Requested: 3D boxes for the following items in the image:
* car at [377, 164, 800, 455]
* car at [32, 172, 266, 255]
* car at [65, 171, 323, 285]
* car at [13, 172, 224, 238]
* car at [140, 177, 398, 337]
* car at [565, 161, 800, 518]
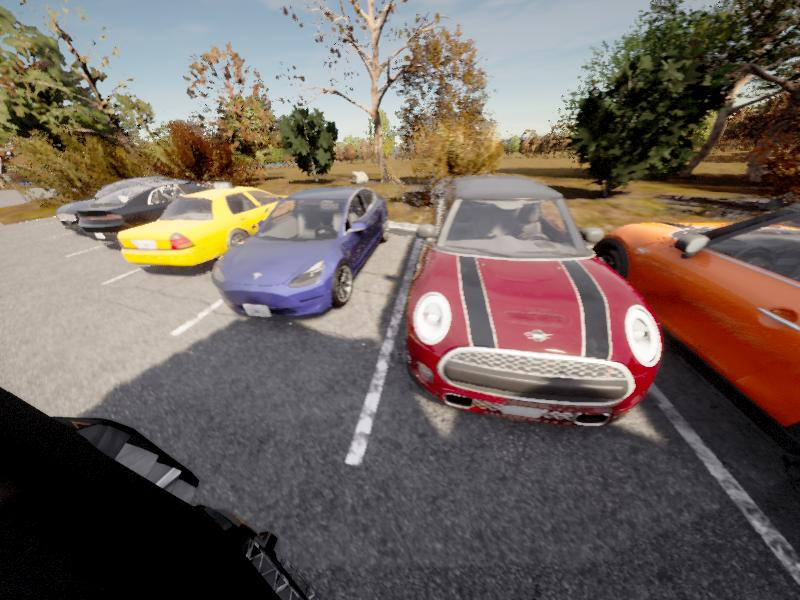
[{"bbox_3d":[1.374,-0.815,3.405,2.185,1.767,4.553,4,34,9],"label":"car"},{"bbox_3d":[-7.437,-3.227,7.873,2.231,1.521,4.892,4,34,10],"label":"car"},{"bbox_3d":[-4.472,-2.489,6.552,1.946,1.575,5.366,4,34,10],"label":"car"},{"bbox_3d":[-10.368,-4.080,9.358,2.231,1.521,4.892,4,34,9],"label":"car"},{"bbox_3d":[-1.563,-1.499,4.917,2.163,1.488,4.792,4,34,9],"label":"car"},{"bbox_3d":[3.932,-0.040,2.061,2.185,1.767,4.553,4,34,10],"label":"car"}]
